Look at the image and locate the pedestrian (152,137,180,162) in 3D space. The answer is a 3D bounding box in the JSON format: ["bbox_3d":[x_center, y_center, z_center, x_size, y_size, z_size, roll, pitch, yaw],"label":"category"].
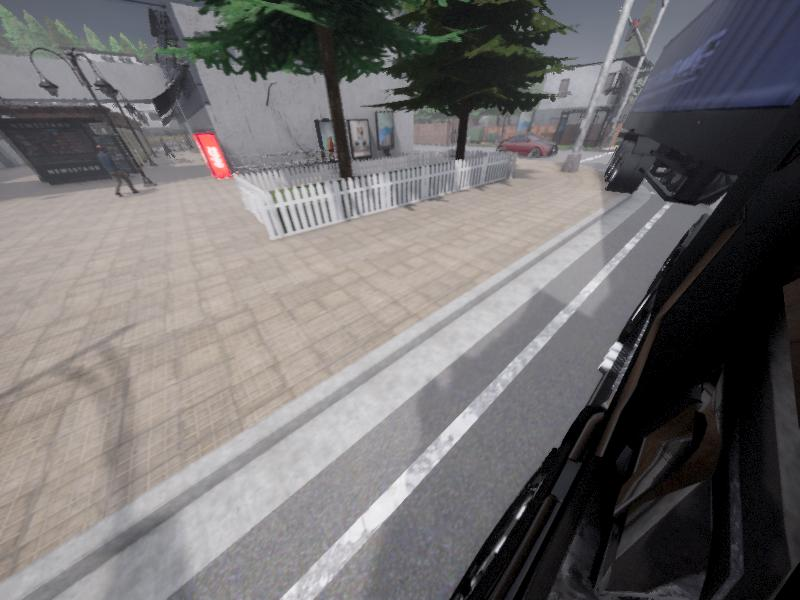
[{"bbox_3d":[-21.224,-13.670,20.962,0.751,1.860,0.751,5,38,10],"label":"pedestrian"}]

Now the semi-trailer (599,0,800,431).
[{"bbox_3d":[7.460,-4.282,5.094,2.717,4.402,14.254,25,45,23],"label":"semi-trailer"}]

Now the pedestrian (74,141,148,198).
[{"bbox_3d":[-11.384,-5.153,9.189,0.751,1.860,0.751,0,37,3],"label":"pedestrian"}]

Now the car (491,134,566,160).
[{"bbox_3d":[9.248,-11.303,16.964,1.994,1.385,4.181,-28,44,-29],"label":"car"}]

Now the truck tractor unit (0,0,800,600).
[{"bbox_3d":[2.645,-0.295,0.351,6.516,4.208,3.053,-28,44,-30],"label":"truck tractor unit"}]
